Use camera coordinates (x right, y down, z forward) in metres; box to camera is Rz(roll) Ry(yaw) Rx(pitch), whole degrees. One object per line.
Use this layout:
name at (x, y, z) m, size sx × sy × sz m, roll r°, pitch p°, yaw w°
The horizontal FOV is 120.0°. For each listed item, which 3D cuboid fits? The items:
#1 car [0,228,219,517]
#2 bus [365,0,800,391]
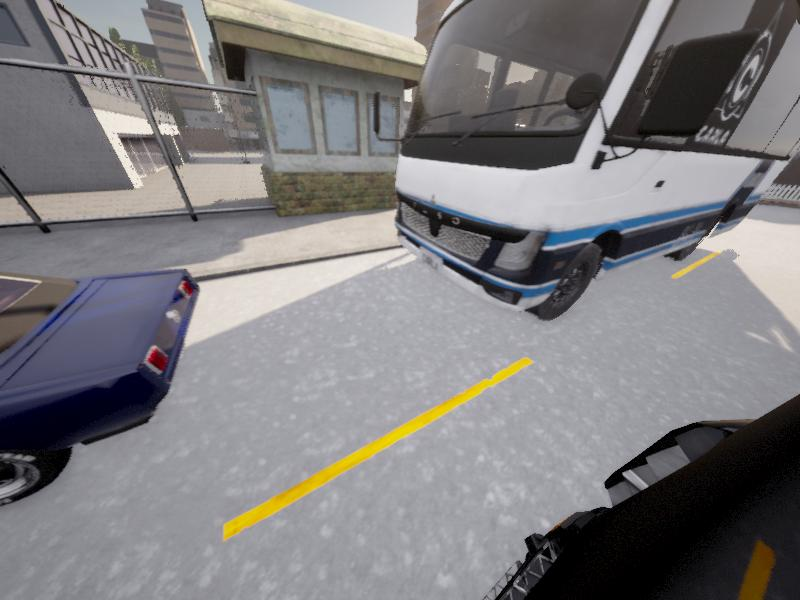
car at (-4.237, 0.736, 1.338) m, size 4.718 × 1.301 × 1.895 m, roll -15°, pitch 37°, yaw -25°
bus at (4.889, -2.960, 4.934) m, size 10.273 × 4.253 × 3.944 m, roll -15°, pitch 38°, yaw -25°
